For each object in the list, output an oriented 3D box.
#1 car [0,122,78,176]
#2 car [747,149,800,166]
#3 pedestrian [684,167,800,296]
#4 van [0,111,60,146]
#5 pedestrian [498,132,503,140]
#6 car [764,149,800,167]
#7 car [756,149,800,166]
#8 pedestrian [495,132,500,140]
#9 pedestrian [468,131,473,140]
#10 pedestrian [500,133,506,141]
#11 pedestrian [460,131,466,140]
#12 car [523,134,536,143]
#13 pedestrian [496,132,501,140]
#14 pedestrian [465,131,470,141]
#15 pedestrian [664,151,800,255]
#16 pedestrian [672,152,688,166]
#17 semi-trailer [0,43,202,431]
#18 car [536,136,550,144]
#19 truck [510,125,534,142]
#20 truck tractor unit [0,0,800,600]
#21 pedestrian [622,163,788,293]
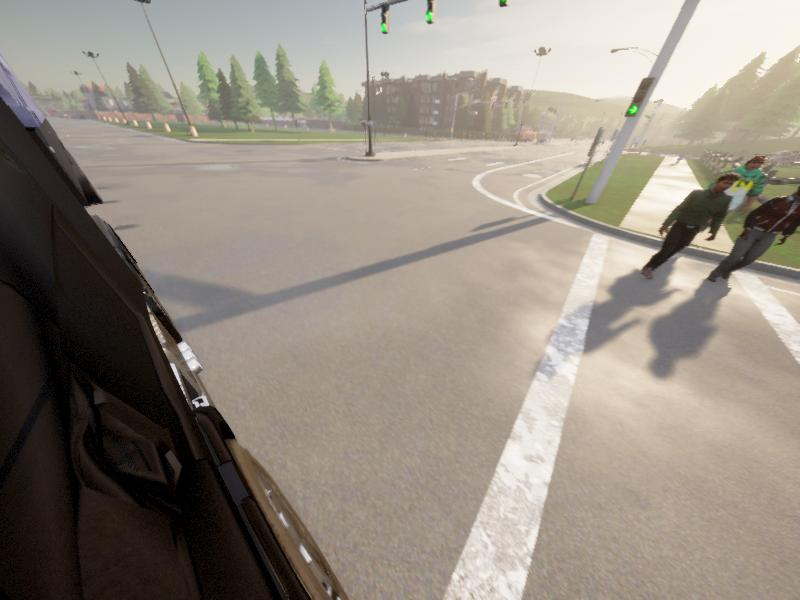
[{"bbox_3d":[-17.339,-7.090,10.649,5.027,1.651,2.152,28,44,30],"label":"car"},{"bbox_3d":[56.262,-21.100,34.175,5.027,1.651,2.152,28,44,30],"label":"car"},{"bbox_3d":[6.173,-1.124,3.940,0.751,1.860,0.751,25,42,27],"label":"pedestrian"},{"bbox_3d":[-28.891,-13.417,18.049,4.442,1.987,1.775,28,44,30],"label":"van"},{"bbox_3d":[27.725,-45.188,63.753,0.751,1.860,0.751,30,45,32],"label":"pedestrian"},{"bbox_3d":[51.737,-18.150,29.722,4.856,1.649,2.033,28,44,30],"label":"car"},{"bbox_3d":[53.698,-19.840,32.112,3.988,1.617,1.851,28,44,30],"label":"car"},{"bbox_3d":[26.971,-45.501,64.090,0.751,1.860,0.751,18,39,19],"label":"pedestrian"},{"bbox_3d":[18.018,-42.017,59.163,0.751,1.860,0.751,30,45,32],"label":"pedestrian"},{"bbox_3d":[28.283,-44.723,63.415,0.751,1.860,0.751,-29,47,-35],"label":"pedestrian"},{"bbox_3d":[15.753,-41.168,57.895,0.751,1.860,0.751,-28,47,-35],"label":"pedestrian"},{"bbox_3d":[35.992,-44.938,64.218,1.905,1.878,3.866,28,44,30],"label":"car"},{"bbox_3d":[27.399,-45.804,64.521,0.751,1.860,0.751,17,39,19],"label":"pedestrian"},{"bbox_3d":[16.764,-40.732,57.373,0.751,1.860,0.751,27,43,29],"label":"pedestrian"},{"bbox_3d":[6.856,-2.051,4.964,0.751,1.860,0.751,30,45,32],"label":"pedestrian"},{"bbox_3d":[27.289,-13.786,22.515,0.500,1.100,0.500,31,45,33],"label":"pedestrian"},{"bbox_3d":[-8.697,-3.608,4.225,14.254,4.402,2.717,28,44,30],"label":"semi-trailer"},{"bbox_3d":[38.643,-43.344,62.567,1.837,1.490,4.892,28,44,30],"label":"car"},{"bbox_3d":[35.960,-48.963,67.944,2.891,3.827,8.468,28,44,30],"label":"truck"},{"bbox_3d":[-2.645,-0.295,0.351,6.516,4.208,3.053,28,44,30],"label":"truck tractor unit"},{"bbox_3d":[4.839,-1.186,3.934,0.751,1.860,0.751,24,42,26],"label":"pedestrian"}]
